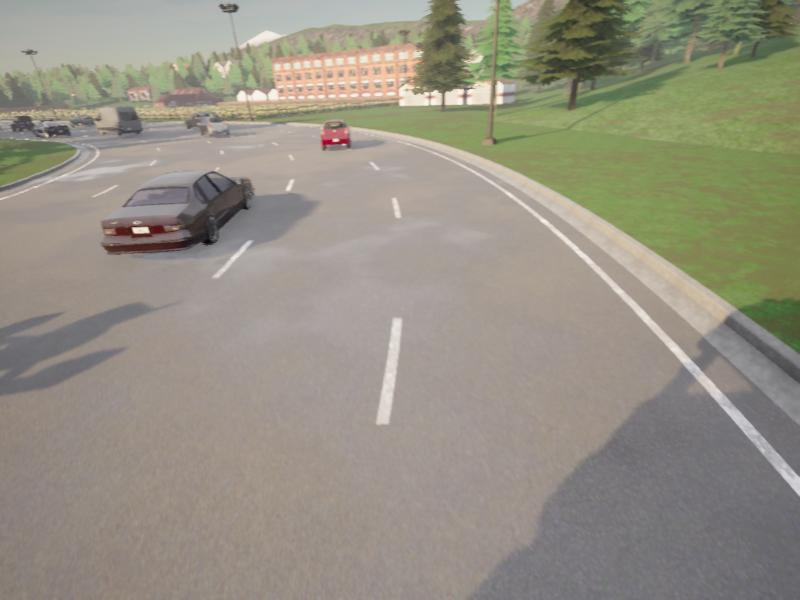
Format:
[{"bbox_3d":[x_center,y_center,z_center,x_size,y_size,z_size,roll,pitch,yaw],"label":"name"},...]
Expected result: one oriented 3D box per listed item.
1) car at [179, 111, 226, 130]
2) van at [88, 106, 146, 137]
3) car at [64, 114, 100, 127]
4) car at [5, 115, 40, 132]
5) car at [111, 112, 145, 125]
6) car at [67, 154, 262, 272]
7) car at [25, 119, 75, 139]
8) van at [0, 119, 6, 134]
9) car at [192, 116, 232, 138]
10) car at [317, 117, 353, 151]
[{"bbox_3d":[-21.109,-19.210,42.728,4.611,1.667,2.242,17,33,33],"label":"car"},{"bbox_3d":[-27.995,-17.661,39.500,5.915,2.561,1.988,16,32,31],"label":"van"},{"bbox_3d":[-46.213,-26.034,58.084,4.902,1.511,2.128,15,33,30],"label":"car"},{"bbox_3d":[-49.736,-23.251,52.698,3.866,1.878,1.905,15,33,30],"label":"car"},{"bbox_3d":[-39.073,-26.098,57.499,4.892,1.490,1.837,15,33,30],"label":"car"},{"bbox_3d":[-5.279,-2.497,10.107,2.033,1.411,5.357,-4,28,-2],"label":"car"},{"bbox_3d":[-35.542,-17.366,40.578,5.238,1.638,1.930,15,33,30],"label":"car"},{"bbox_3d":[-53.457,-22.541,51.087,6.366,2.431,2.351,15,33,30],"label":"van"},{"bbox_3d":[-16.116,-14.862,34.238,1.845,1.501,3.633,-23,34,-34],"label":"car"},{"bbox_3d":[-3.881,-10.112,24.188,1.845,1.501,3.633,-5,28,-5],"label":"car"}]
